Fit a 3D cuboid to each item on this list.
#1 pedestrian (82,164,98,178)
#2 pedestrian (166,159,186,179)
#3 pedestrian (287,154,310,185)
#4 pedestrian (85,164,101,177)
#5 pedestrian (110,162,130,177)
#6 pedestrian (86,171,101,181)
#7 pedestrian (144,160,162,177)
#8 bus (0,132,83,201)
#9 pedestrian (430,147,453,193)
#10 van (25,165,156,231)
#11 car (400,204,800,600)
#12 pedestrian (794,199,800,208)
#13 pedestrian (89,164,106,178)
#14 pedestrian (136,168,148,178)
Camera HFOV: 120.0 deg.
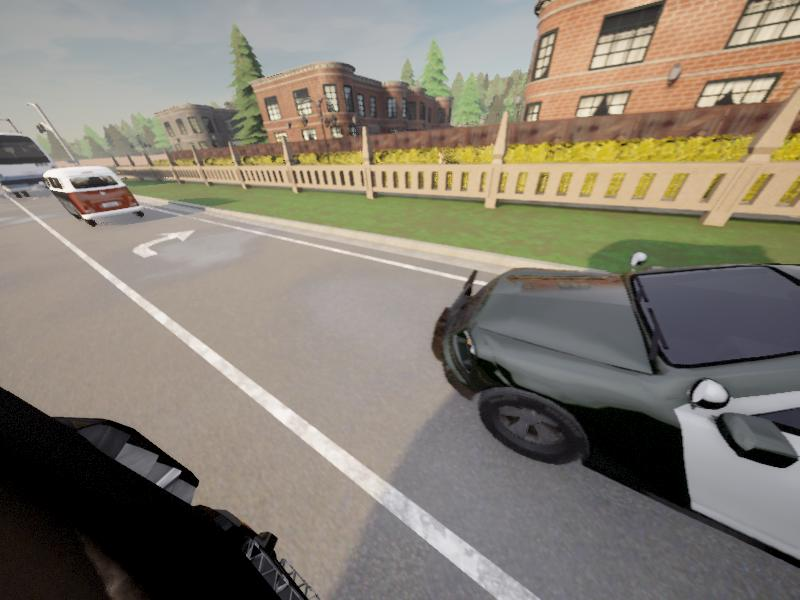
[{"bbox_3d":[-49.851,-20.705,37.169,0.751,1.860,0.751,20,40,30],"label":"pedestrian"},{"bbox_3d":[-25.466,-14.925,26.324,0.751,1.860,0.751,19,39,29],"label":"pedestrian"},{"bbox_3d":[-7.195,-9.262,16.405,0.751,1.860,0.751,16,38,26],"label":"pedestrian"},{"bbox_3d":[-51.594,-21.717,38.841,0.751,1.860,0.751,-30,42,-35],"label":"pedestrian"},{"bbox_3d":[-40.009,-18.631,33.017,0.751,1.860,0.751,1,34,6],"label":"pedestrian"},{"bbox_3d":[-38.060,-15.382,28.676,0.500,1.100,0.500,6,35,13],"label":"pedestrian"},{"bbox_3d":[-32.444,-17.240,30.340,0.751,1.860,0.751,20,40,31],"label":"pedestrian"},{"bbox_3d":[-33.209,-11.529,19.994,10.273,4.253,3.944,17,39,27],"label":"bus"},{"bbox_3d":[1.984,-6.273,11.205,0.751,1.860,0.751,16,38,26],"label":"pedestrian"},{"bbox_3d":[-13.356,-4.587,10.027,4.480,2.038,2.069,17,39,27],"label":"van"},{"bbox_3d":[2.686,0.563,1.509,4.974,1.542,2.038,17,39,27],"label":"car"},{"bbox_3d":[11.979,-3.340,6.027,0.751,1.860,0.751,17,39,27],"label":"pedestrian"},{"bbox_3d":[-49.192,-20.968,37.541,0.751,1.860,0.751,18,39,28],"label":"pedestrian"},{"bbox_3d":[-33.116,-16.273,29.629,0.500,1.100,0.500,14,37,23],"label":"pedestrian"}]
